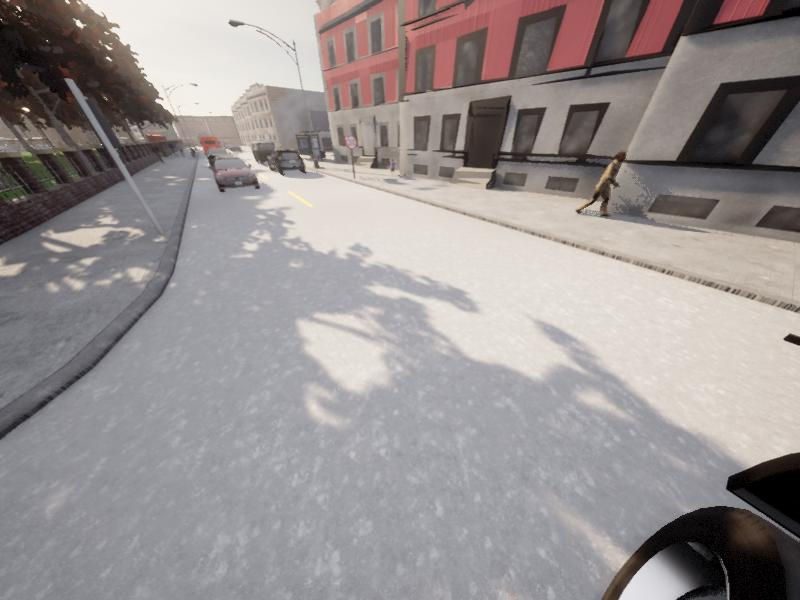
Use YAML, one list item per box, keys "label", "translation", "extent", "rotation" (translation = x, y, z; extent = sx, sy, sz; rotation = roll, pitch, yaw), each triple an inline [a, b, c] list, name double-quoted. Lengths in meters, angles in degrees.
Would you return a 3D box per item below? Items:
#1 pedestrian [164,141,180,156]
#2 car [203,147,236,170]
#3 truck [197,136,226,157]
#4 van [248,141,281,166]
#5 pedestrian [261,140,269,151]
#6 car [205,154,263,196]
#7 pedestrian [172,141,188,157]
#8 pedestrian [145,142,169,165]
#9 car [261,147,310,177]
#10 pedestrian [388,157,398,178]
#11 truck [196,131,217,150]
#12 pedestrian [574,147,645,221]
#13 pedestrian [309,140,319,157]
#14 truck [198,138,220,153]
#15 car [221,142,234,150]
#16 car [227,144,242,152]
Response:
- label: "pedestrian"
  translation: [-32.690, -21.746, 33.162]
  extent: [0.751, 1.860, 0.751]
  rotation: [-17, 39, -23]
- label: "car"
  translation: [-17.124, -13.521, 21.882]
  extent: [1.882, 1.535, 5.008]
  rotation: [-22, 41, -27]
- label: "truck"
  translation: [-29.592, -24.179, 36.287]
  extent: [2.627, 2.467, 5.204]
  rotation: [-21, 40, -27]
- label: "van"
  translation: [-13.939, -15.095, 23.704]
  extent: [1.775, 1.987, 4.442]
  rotation: [-22, 41, -28]
- label: "pedestrian"
  translation: [-26.527, -30.343, 45.312]
  extent: [0.751, 1.860, 0.751]
  rotation: [-27, 43, -32]
- label: "car"
  translation: [-9.112, -6.931, 12.557]
  extent: [1.812, 1.442, 4.674]
  rotation: [-22, 41, -28]
- label: "pedestrian"
  translation: [-30.438, -20.922, 31.977]
  extent: [0.751, 1.860, 0.751]
  rotation: [22, 41, 28]
- label: "pedestrian"
  translation: [-23.691, -14.329, 22.573]
  extent: [0.751, 1.860, 0.751]
  rotation: [-19, 39, -24]
- label: "car"
  translation: [-8.938, -10.842, 17.944]
  extent: [2.033, 1.649, 4.856]
  rotation: [-22, 41, -28]
- label: "pedestrian"
  translation: [-0.437, -8.492, 14.781]
  extent: [0.500, 1.100, 0.500]
  rotation: [-11, 37, -15]
- label: "truck"
  translation: [-51.628, -42.447, 61.541]
  extent: [2.891, 3.827, 8.468]
  rotation: [-22, 41, -28]
- label: "pedestrian"
  translation: [6.208, -3.475, 6.954]
  extent: [0.751, 1.860, 0.751]
  rotation: [-21, 40, -27]
- label: "pedestrian"
  translation: [-12.058, -21.273, 32.424]
  extent: [0.751, 1.860, 0.751]
  rotation: [19, 39, 25]
- label: "truck"
  translation: [-39.469, -31.950, 47.759]
  extent: [2.627, 2.467, 5.204]
  rotation: [-22, 41, -28]
- label: "car"
  translation: [-45.052, -40.185, 60.196]
  extent: [2.033, 1.649, 4.856]
  rotation: [-22, 41, -28]
- label: "car"
  translation: [-33.648, -30.935, 46.918]
  extent: [1.895, 1.301, 4.718]
  rotation: [-22, 41, -28]
